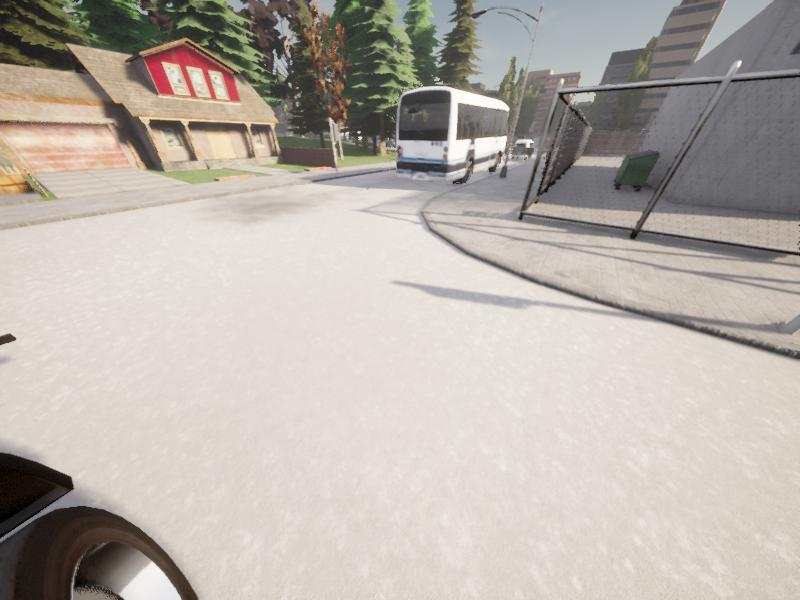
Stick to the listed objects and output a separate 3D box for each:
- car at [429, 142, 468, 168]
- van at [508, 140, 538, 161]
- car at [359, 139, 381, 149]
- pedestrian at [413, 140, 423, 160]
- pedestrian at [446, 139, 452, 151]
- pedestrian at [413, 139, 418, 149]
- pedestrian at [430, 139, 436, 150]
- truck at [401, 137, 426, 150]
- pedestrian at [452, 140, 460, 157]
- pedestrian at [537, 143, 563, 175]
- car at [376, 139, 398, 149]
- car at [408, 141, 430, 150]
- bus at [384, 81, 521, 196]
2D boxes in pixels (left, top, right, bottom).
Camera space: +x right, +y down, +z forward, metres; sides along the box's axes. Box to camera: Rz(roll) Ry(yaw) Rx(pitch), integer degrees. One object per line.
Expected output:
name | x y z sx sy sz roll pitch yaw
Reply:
car | 4.855 -14.336 22.690 1.932 1.855 4.605 20 40 26
van | 15.464 -18.759 28.900 2.069 2.038 4.480 22 39 27
car | -7.883 -41.339 61.187 5.566 2.045 2.150 22 41 28
pedestrian | 2.014 -17.061 26.332 0.751 1.860 0.751 22 41 28
pedestrian | 9.775 -30.814 45.935 0.751 1.860 0.751 27 43 32
pedestrian | 3.480 -34.298 50.831 0.751 1.860 0.751 19 39 24
pedestrian | 6.975 -32.705 48.599 0.751 1.860 0.751 23 41 28
truck | 3.128 -37.130 54.777 5.204 2.467 2.627 22 41 28
pedestrian | 7.670 -20.836 31.740 0.751 1.860 0.751 13 37 18
pedestrian | 10.485 -9.884 16.205 0.751 1.860 0.751 -22 41 -28
car | -3.517 -42.367 62.686 5.566 2.045 2.150 22 41 28
car | 4.819 -38.795 58.028 5.238 1.638 1.930 22 41 28
bus | 3.806 -10.190 14.755 3.944 4.253 10.273 22 42 28
